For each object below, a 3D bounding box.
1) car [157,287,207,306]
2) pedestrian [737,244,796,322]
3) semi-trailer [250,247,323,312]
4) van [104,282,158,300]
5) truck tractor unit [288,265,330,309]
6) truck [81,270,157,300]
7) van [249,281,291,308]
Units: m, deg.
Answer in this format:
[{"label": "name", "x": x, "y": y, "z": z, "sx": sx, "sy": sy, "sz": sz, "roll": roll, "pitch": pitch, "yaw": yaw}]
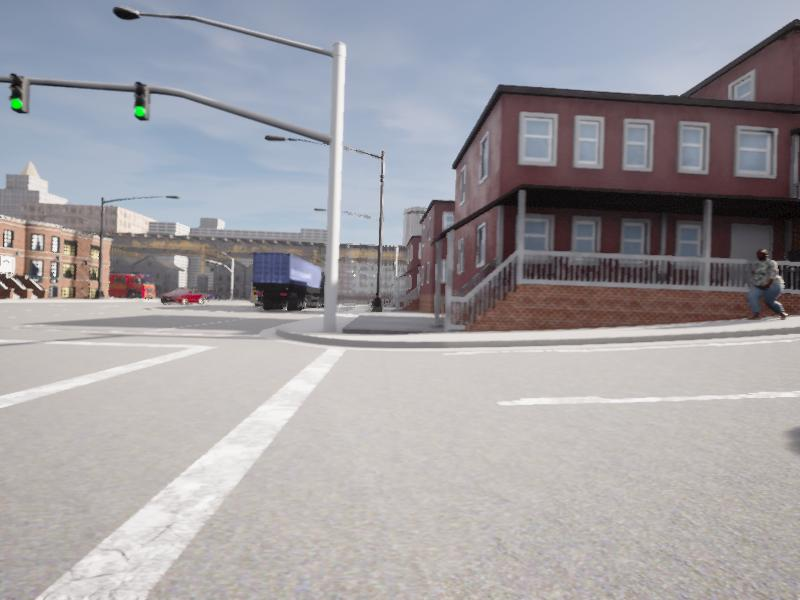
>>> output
[{"label": "car", "x": -19.805, "y": -0.293, "z": 36.585, "sx": 1.882, "sy": 1.535, "sz": 5.008, "roll": 2, "pitch": 0, "yaw": -2}, {"label": "pedestrian", "x": 9.138, "y": -0.417, "z": 9.998, "sx": 0.751, "sy": 1.860, "sz": 0.751, "roll": 2, "pitch": 0, "yaw": 5}, {"label": "semi-trailer", "x": -9.224, "y": -1.386, "z": 34.827, "sx": 2.717, "sy": 4.402, "sz": 14.254, "roll": 2, "pitch": 0, "yaw": -2}, {"label": "van", "x": -40.105, "y": -1.360, "z": 59.784, "sx": 6.366, "sy": 2.431, "sz": 2.351, "roll": 2, "pitch": 0, "yaw": -2}, {"label": "truck tractor unit", "x": -9.521, "y": -1.271, "z": 42.736, "sx": 3.053, "sy": 4.208, "sz": 6.516, "roll": 2, "pitch": 0, "yaw": -2}, {"label": "truck", "x": -39.399, "y": -2.044, "z": 56.252, "sx": 8.468, "sy": 3.827, "sz": 2.891, "roll": 2, "pitch": 0, "yaw": -2}, {"label": "van", "x": -12.965, "y": -0.496, "z": 40.481, "sx": 2.351, "sy": 2.431, "sz": 6.366, "roll": 2, "pitch": 0, "yaw": -2}]
